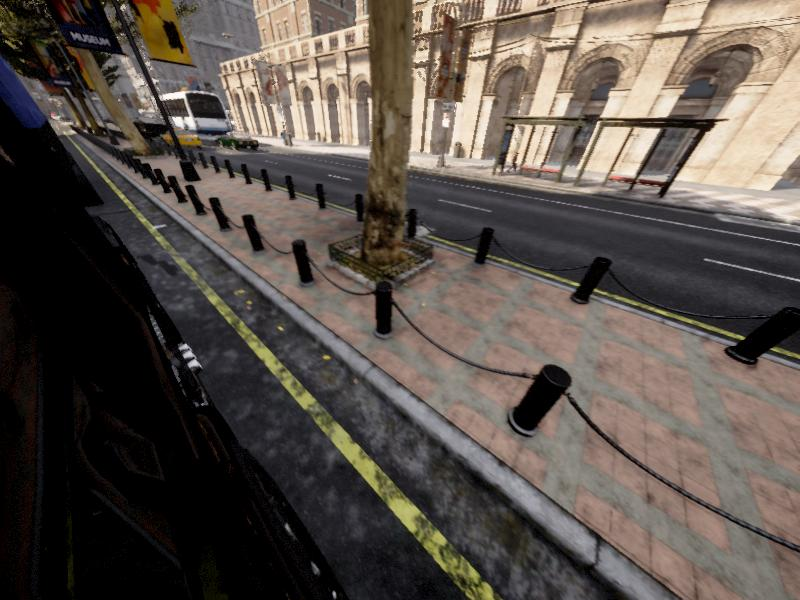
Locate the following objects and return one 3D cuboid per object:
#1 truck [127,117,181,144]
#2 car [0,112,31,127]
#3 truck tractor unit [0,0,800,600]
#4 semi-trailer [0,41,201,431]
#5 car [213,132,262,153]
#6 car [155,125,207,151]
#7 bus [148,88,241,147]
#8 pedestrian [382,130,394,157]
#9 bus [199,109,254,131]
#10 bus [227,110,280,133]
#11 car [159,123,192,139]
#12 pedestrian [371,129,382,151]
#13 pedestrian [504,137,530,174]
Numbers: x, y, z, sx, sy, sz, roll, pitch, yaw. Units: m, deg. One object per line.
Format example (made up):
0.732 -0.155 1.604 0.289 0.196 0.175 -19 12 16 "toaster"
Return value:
-26.695 -18.434 25.022 6.274 2.098 2.390 28 43 30 "truck"
-64.214 -29.082 37.132 4.605 1.855 1.932 -17 41 -24 "car"
-2.645 -0.295 0.351 6.516 4.208 3.053 28 44 30 "truck tractor unit"
-8.697 -3.596 4.243 14.254 4.402 2.717 28 43 30 "semi-trailer"
-14.983 -14.603 21.290 4.718 1.301 1.895 28 43 30 "car"
-19.448 -14.371 20.449 5.366 1.575 1.801 28 43 30 "car"
-22.436 -19.678 25.165 10.273 4.253 3.944 28 43 30 "bus"
-1.055 -13.545 19.990 0.751 1.860 0.751 21 40 23 "pedestrian"
-45.536 -47.523 61.175 3.944 4.253 10.273 28 44 30 "bus"
-37.796 -46.531 60.356 3.944 4.253 10.273 28 44 30 "bus"
-30.344 -22.850 31.243 4.892 1.490 1.837 28 43 30 "car"
-2.430 -16.761 24.235 0.751 1.860 0.751 -28 47 -35 "pedestrian"
7.243 -8.962 14.351 0.751 1.860 0.751 28 43 30 "pedestrian"
